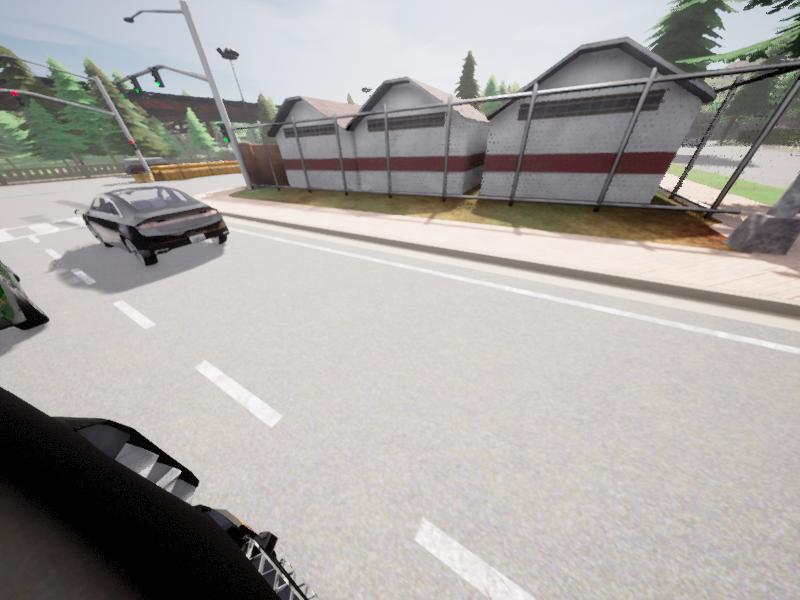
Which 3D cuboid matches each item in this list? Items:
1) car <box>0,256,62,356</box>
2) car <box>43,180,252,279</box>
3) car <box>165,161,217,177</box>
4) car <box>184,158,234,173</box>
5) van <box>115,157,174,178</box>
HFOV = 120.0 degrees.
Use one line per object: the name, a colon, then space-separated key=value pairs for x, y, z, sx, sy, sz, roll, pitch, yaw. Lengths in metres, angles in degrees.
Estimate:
car: x=-7.566 y=-0.304 z=3.193 sx=4.553 sy=1.767 sz=2.097 roll=16 pitch=38 yaw=26
car: x=-6.763 y=-2.204 z=6.233 sx=4.902 sy=1.511 sz=2.128 roll=16 pitch=38 yaw=25
car: x=-25.790 y=-16.335 z=28.700 sx=1.994 sy=1.385 sz=4.181 roll=15 pitch=38 yaw=24
car: x=-27.060 y=-19.169 z=32.887 sx=2.128 sy=1.511 sz=4.902 roll=15 pitch=38 yaw=24
van: x=-32.900 y=-17.245 z=29.966 sx=1.775 sy=1.987 sz=4.442 roll=15 pitch=38 yaw=24
